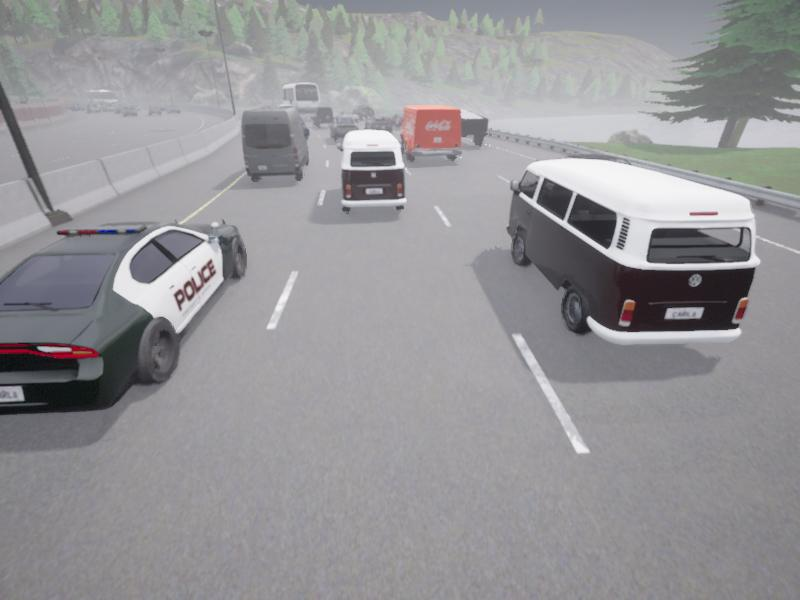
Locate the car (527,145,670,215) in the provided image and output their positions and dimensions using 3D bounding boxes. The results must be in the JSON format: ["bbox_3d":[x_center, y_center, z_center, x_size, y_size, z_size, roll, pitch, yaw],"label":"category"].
[{"bbox_3d":[6.071,-4.092,13.063,1.895,1.301,4.718,-3,27,-5],"label":"car"}]

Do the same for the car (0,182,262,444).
[{"bbox_3d":[-3.790,-0.419,5.781,2.038,1.542,4.974,-2,27,-3],"label":"car"}]

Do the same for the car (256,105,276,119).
[{"bbox_3d":[-19.425,-27.329,58.011,1.851,1.617,3.988,-13,30,-23],"label":"car"}]

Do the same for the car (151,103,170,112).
[{"bbox_3d":[-47.566,-38.220,79.362,1.930,1.638,5.238,-21,34,-35],"label":"car"}]

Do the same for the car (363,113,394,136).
[{"bbox_3d":[-1.866,-14.996,34.078,1.816,1.474,4.193,-7,28,-13],"label":"car"}]

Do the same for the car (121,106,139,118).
[{"bbox_3d":[-42.399,-29.582,62.773,2.007,1.525,4.514,-16,31,-28],"label":"car"}]

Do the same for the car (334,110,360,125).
[{"bbox_3d":[-6.228,-21.276,46.488,1.895,1.301,4.718,-10,29,-17],"label":"car"}]

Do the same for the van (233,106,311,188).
[{"bbox_3d":[-5.044,-6.665,16.803,1.988,2.561,5.915,-4,27,-7],"label":"van"}]

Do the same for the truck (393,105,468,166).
[{"bbox_3d":[1.342,-8.670,20.705,2.627,2.467,5.204,-4,28,-8],"label":"truck"}]

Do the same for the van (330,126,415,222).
[{"bbox_3d":[-0.899,-4.056,12.249,2.069,2.038,4.480,-3,27,-5],"label":"van"}]

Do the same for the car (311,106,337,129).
[{"bbox_3d":[-7.751,-18.633,40.732,1.905,1.878,3.866,-9,28,-16],"label":"car"}]

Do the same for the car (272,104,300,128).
[{"bbox_3d":[-12.391,-19.955,43.173,2.150,2.045,5.566,-10,29,-17],"label":"car"}]

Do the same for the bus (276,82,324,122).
[{"bbox_3d":[-13.421,-26.335,53.140,3.944,4.253,10.273,-11,29,-21],"label":"bus"}]

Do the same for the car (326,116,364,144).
[{"bbox_3d":[-4.115,-12.518,29.257,2.128,1.511,4.902,-6,28,-11],"label":"car"}]

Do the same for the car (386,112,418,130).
[{"bbox_3d":[0.124,-17.639,39.376,1.895,1.301,4.718,-8,28,-14],"label":"car"}]

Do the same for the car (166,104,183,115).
[{"bbox_3d":[-39.878,-33.630,70.560,1.816,1.474,4.193,-17,32,-30],"label":"car"}]

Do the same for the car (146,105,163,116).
[{"bbox_3d":[-39.680,-30.670,64.728,1.789,1.549,3.705,-16,31,-28],"label":"car"}]

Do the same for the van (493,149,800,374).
[{"bbox_3d":[3.181,-1.062,6.406,2.069,2.038,4.480,-1,27,-2],"label":"van"}]

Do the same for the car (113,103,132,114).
[{"bbox_3d":[-50.484,-34.787,72.730,2.033,1.649,4.856,-20,33,-33],"label":"car"}]

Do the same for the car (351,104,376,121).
[{"bbox_3d":[-4.753,-24.243,51.588,1.932,1.855,4.605,-11,29,-19],"label":"car"}]

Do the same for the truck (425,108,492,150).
[{"bbox_3d":[3.663,-11.548,26.661,2.390,2.098,6.274,-5,28,-10],"label":"truck"}]

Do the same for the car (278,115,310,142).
[{"bbox_3d":[-8.003,-13.057,30.326,2.007,1.525,4.514,-7,28,-12],"label":"car"}]
